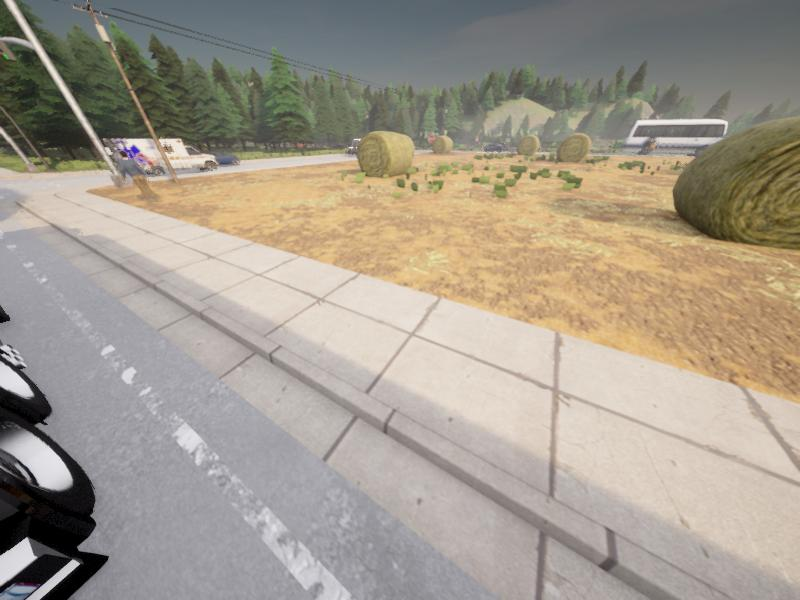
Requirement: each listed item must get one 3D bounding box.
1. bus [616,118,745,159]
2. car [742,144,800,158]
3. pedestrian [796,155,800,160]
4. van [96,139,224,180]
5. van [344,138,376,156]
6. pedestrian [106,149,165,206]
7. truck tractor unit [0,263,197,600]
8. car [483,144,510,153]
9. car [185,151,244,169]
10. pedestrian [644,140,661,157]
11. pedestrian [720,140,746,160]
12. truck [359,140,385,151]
[{"bbox_3d":[38.359,-22.818,32.686,10.273,4.253,3.944,21,40,27],"label":"bus"},{"bbox_3d":[49.630,-19.796,30.686,4.193,1.474,1.816,21,40,27],"label":"car"},{"bbox_3d":[44.425,-16.131,24.821,0.751,1.860,0.751,11,36,15],"label":"pedestrian"},{"bbox_3d":[-18.731,-11.534,18.652,2.351,2.431,6.366,19,39,25],"label":"van"},{"bbox_3d":[-6.847,-26.767,40.328,1.988,2.561,5.915,19,39,25],"label":"van"},{"bbox_3d":[-10.150,-4.737,8.959,0.751,1.860,0.751,-27,43,-33],"label":"pedestrian"},{"bbox_3d":[-5.107,-0.306,0.775,6.516,4.208,3.053,19,39,24],"label":"truck tractor unit"},{"bbox_3d":[18.544,-29.167,44.421,4.193,1.474,1.816,21,40,27],"label":"car"},{"bbox_3d":[-19.107,-14.613,24.006,1.994,1.385,4.181,19,39,25],"label":"car"},{"bbox_3d":[33.501,-20.145,30.684,0.751,1.860,0.751,21,40,27],"label":"pedestrian"},{"bbox_3d":[37.140,-16.747,25.772,0.751,1.860,0.751,-15,37,-20],"label":"pedestrian"},{"bbox_3d":[-7.097,-39.147,58.436,6.274,2.098,2.390,21,40,28],"label":"truck"}]
